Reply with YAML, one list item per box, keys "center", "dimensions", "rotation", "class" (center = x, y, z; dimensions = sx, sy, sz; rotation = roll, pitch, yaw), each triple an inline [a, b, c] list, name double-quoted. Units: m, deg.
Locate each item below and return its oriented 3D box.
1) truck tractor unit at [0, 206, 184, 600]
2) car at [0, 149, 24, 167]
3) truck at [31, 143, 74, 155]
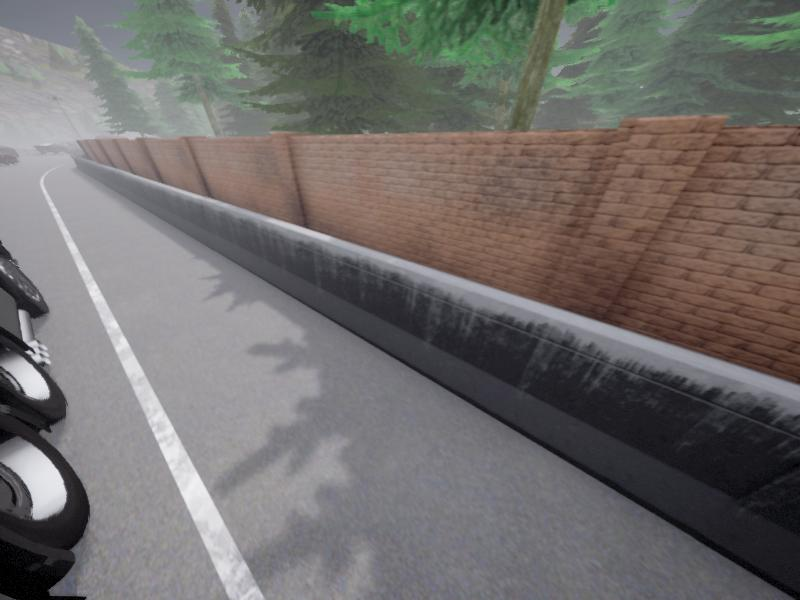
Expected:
- center: [-5.008, -0.391, 0.917]
  dimensions: [6.516, 4.208, 3.053]
  rotation: [22, 40, 29]
  class: "truck tractor unit"
- center: [-47.660, -16.818, 27.325]
  dimensions: [1.882, 1.535, 5.008]
  rotation: [-27, 43, -33]
  class: "car"
- center: [-75.019, -32.735, 50.048]
  dimensions: [2.390, 2.098, 6.274]
  rotation: [-16, 38, -21]
  class: "truck"
